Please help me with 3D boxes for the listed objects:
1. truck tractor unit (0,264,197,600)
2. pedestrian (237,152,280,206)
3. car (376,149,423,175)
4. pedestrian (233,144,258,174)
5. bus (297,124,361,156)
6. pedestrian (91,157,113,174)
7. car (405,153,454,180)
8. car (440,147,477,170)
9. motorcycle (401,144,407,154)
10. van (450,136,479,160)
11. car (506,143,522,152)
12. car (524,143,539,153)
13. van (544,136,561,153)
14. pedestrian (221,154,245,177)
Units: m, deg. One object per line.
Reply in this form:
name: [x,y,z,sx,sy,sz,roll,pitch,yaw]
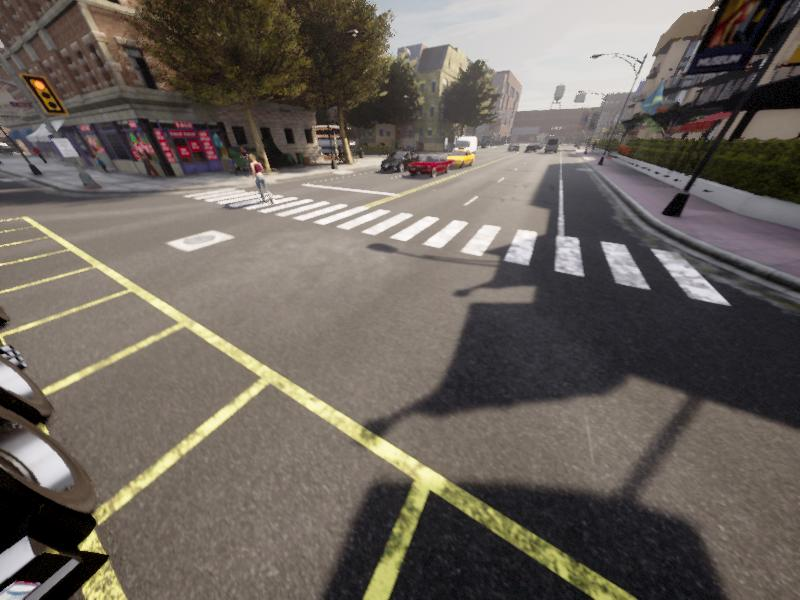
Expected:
truck tractor unit: [-5.114,-0.298,0.778,6.516,4.208,3.053,18,39,24]
pedestrian: [-5.847,-5.045,9.636,0.751,1.860,0.751,25,42,32]
car: [0.101,-12.090,20.060,1.837,1.490,4.892,18,40,24]
pedestrian: [-11.504,-10.494,17.251,0.751,1.860,0.751,12,37,17]
bus: [-12.363,-27.853,40.415,10.273,4.253,3.944,18,39,24]
pedestrian: [-23.551,-10.666,18.275,0.500,1.100,0.500,17,38,23]
car: [2.370,-10.250,17.574,1.895,1.301,4.718,18,39,24]
car: [5.777,-13.808,22.406,1.801,1.575,5.366,18,39,24]
motorcycle: [0.739,-28.863,44.115,0.764,1.277,2.356,-9,34,6]
van: [9.216,-21.723,32.905,1.988,2.561,5.915,18,39,24]
car: [23.991,-32.165,48.670,2.128,1.511,4.902,18,39,24]
car: [26.564,-30.705,46.567,1.837,1.490,4.892,18,39,24]
van: [29.339,-29.893,44.455,1.988,2.561,5.915,18,39,24]
pedestrian: [-11.798,-9.521,16.346,0.751,1.300,0.751,-1,35,-1]
